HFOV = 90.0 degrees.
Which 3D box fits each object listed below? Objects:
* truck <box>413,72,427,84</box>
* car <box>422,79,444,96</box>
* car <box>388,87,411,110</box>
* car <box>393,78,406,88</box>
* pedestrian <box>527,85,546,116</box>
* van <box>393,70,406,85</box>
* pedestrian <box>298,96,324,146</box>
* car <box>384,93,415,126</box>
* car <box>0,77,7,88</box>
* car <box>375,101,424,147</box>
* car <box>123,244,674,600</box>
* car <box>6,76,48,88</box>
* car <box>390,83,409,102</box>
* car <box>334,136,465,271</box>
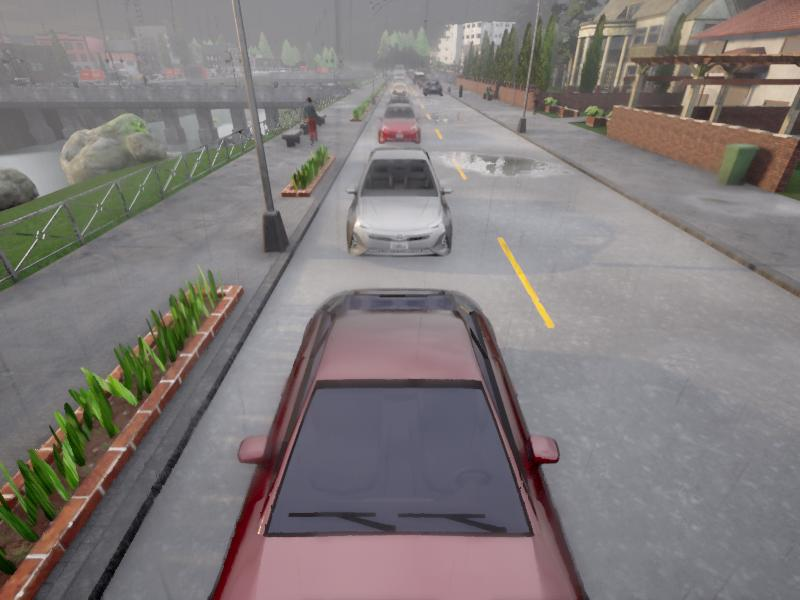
[{"bbox_3d":[3.938,-44.798,80.682,2.390,2.098,6.274,0,30,0],"label":"truck"},{"bbox_3d":[3.958,-26.038,48.973,2.242,1.667,4.611,0,30,0],"label":"car"},{"bbox_3d":[-0.030,-16.846,33.363,1.845,1.501,3.633,0,30,0],"label":"car"},{"bbox_3d":[-0.052,-35.916,66.174,1.994,1.385,4.181,0,30,0],"label":"car"},{"bbox_3d":[9.136,-13.378,26.842,0.751,1.860,0.751,0,30,-1],"label":"pedestrian"},{"bbox_3d":[-0.062,-42.822,76.966,2.351,2.431,6.366,0,30,0],"label":"van"},{"bbox_3d":[-3.694,-7.466,16.712,0.751,1.860,0.751,0,30,0],"label":"pedestrian"},{"bbox_3d":[-0.022,-12.071,25.239,1.816,1.474,4.193,0,31,0],"label":"car"},{"bbox_3d":[-65.735,-34.409,63.465,1.837,1.490,4.892,0,30,0],"label":"car"},{"bbox_3d":[-0.019,-8.417,18.929,2.007,1.525,4.514,0,30,0],"label":"car"},{"bbox_3d":[-0.007,1.031,2.931,1.994,1.385,4.181,0,30,0],"label":"car"},{"bbox_3d":[-61.738,-36.203,66.404,1.930,1.638,5.238,0,30,0],"label":"car"},{"bbox_3d":[-0.035,-21.703,41.678,1.882,1.535,5.008,0,30,0],"label":"car"},{"bbox_3d":[-0.012,-2.292,8.435,2.007,1.525,4.514,0,30,0],"label":"car"}]
